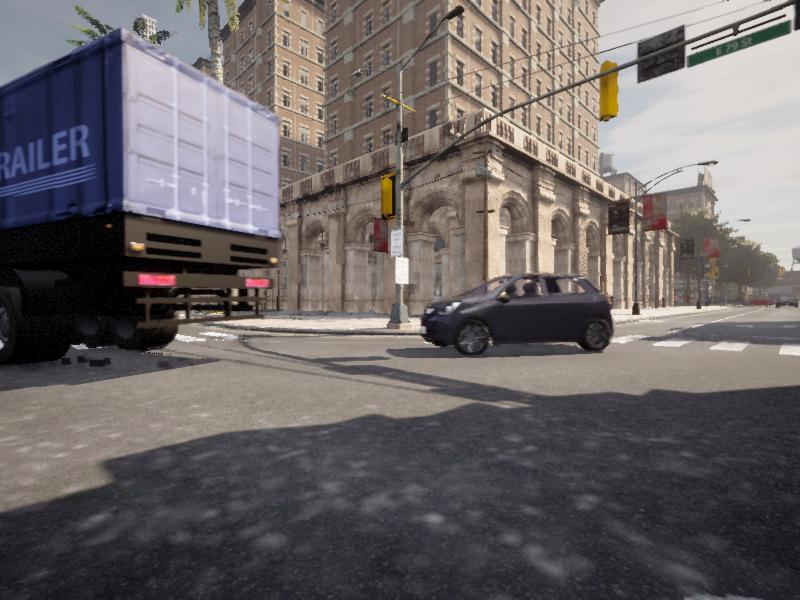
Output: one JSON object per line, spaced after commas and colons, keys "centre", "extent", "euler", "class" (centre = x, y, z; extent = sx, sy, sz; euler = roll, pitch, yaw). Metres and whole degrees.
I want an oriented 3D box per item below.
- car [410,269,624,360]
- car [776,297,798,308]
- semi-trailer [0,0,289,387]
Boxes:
{"centre": [2.197, 0.224, 7.926], "extent": [3.633, 1.501, 1.845], "euler": [0, 0, -14], "class": "car"}
{"centre": [48.469, 0.293, 50.089], "extent": [1.994, 1.385, 4.181], "euler": [0, 0, 45], "class": "car"}
{"centre": [-8.938, -1.228, 8.767], "extent": [14.254, 4.402, 2.717], "euler": [0, 1, 26], "class": "semi-trailer"}
